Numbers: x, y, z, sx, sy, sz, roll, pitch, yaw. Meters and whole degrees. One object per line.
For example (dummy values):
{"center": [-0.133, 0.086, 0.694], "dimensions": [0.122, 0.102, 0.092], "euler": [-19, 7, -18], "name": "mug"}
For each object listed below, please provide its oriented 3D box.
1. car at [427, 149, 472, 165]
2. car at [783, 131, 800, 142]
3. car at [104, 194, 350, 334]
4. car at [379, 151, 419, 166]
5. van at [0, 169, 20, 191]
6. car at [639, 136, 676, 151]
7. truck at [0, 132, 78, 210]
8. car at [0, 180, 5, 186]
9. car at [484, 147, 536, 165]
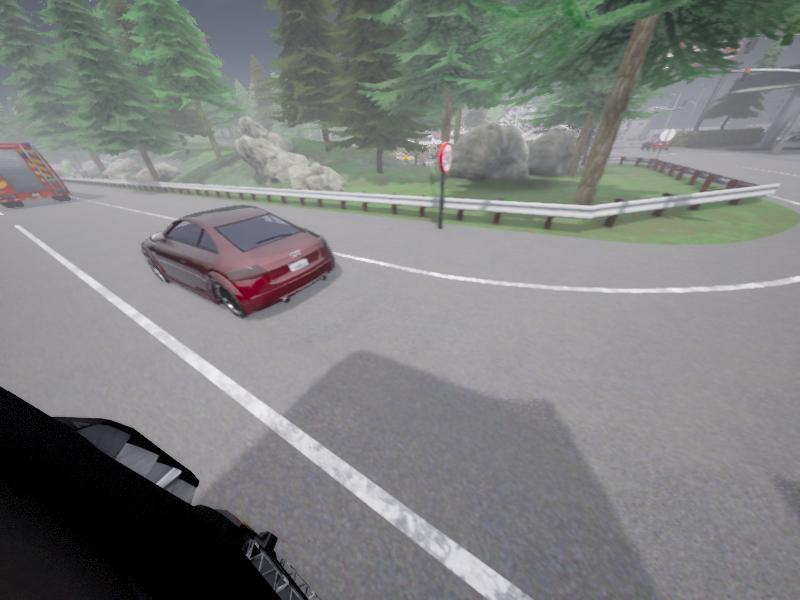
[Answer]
{"center": [6.137, -17.786, 28.826], "dimensions": [5.008, 1.535, 1.882], "euler": [16, 38, 26], "name": "car"}
{"center": [67.109, -26.516, 37.293], "dimensions": [4.974, 1.542, 2.038], "euler": [16, 38, 26], "name": "car"}
{"center": [-3.366, -1.093, 4.614], "dimensions": [4.181, 1.385, 1.994], "euler": [16, 38, 26], "name": "car"}
{"center": [-0.167, -19.622, 32.031], "dimensions": [5.366, 1.575, 1.801], "euler": [16, 38, 26], "name": "car"}
{"center": [-45.080, -13.274, 25.527], "dimensions": [4.480, 2.038, 2.069], "euler": [17, 38, 26], "name": "van"}
{"center": [36.987, -22.581, 33.358], "dimensions": [2.242, 1.667, 4.611], "euler": [17, 38, 25], "name": "car"}
{"center": [-26.690, -8.771, 15.723], "dimensions": [8.468, 3.827, 2.891], "euler": [16, 38, 26], "name": "truck"}
{"center": [-57.203, -16.529, 31.799], "dimensions": [4.974, 1.542, 2.038], "euler": [16, 38, 26], "name": "car"}
{"center": [12.176, -16.025, 25.767], "dimensions": [4.792, 1.488, 2.163], "euler": [16, 38, 26], "name": "car"}
